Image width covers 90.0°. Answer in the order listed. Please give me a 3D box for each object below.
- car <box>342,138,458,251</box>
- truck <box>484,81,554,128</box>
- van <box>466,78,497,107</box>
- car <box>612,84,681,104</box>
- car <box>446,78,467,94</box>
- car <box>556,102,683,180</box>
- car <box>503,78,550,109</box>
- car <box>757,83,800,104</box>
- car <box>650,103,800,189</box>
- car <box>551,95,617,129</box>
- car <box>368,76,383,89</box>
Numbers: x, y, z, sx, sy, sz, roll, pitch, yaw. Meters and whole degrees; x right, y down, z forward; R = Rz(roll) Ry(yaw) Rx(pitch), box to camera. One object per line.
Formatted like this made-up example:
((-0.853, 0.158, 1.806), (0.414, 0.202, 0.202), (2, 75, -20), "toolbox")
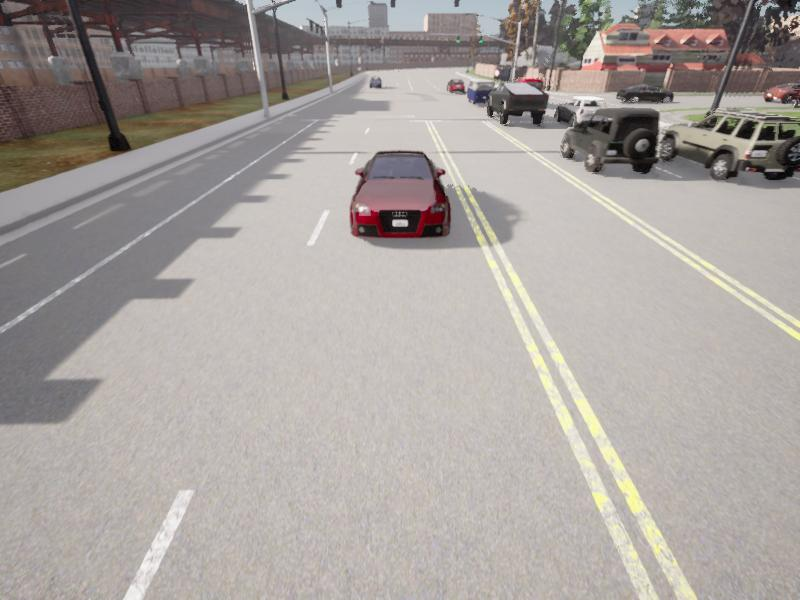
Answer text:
((0.007, -2.584, 9.023), (1.994, 1.385, 4.181), (0, 30, 0), "car")
((7.004, -12.133, 24.578), (2.390, 2.098, 6.274), (0, 31, 0), "truck")
((7.005, -18.101, 34.847), (1.775, 1.987, 4.442), (0, 31, 0), "van")
((22.506, -18.843, 36.628), (4.892, 1.490, 1.837), (-1, 30, -1), "car")
((7.008, -26.747, 49.955), (2.007, 1.525, 4.514), (0, 31, 0), "car")
((7.016, -5.456, 13.401), (1.905, 1.878, 3.866), (0, 30, 0), "car")
((10.502, -17.513, 33.782), (2.150, 2.045, 5.566), (0, 31, 0), "car")
((36.571, -19.066, 36.873), (5.027, 1.651, 2.152), (-1, 30, -1), "car")
((10.488, -5.095, 12.803), (1.932, 1.855, 4.605), (0, 30, 0), "car")
((10.509, -10.946, 23.171), (1.970, 1.475, 3.806), (0, 30, 0), "car")
((-3.494, -31.401, 57.745), (1.845, 1.501, 3.633), (0, 31, 0), "car")
